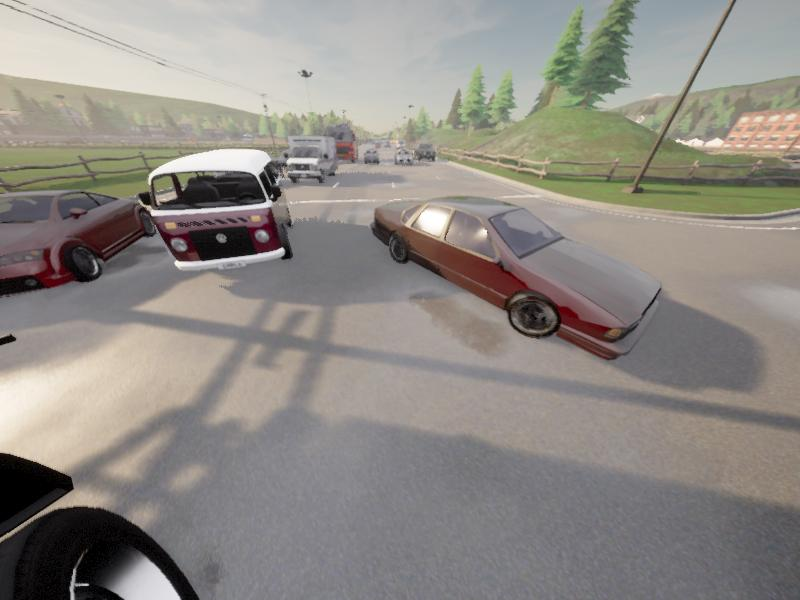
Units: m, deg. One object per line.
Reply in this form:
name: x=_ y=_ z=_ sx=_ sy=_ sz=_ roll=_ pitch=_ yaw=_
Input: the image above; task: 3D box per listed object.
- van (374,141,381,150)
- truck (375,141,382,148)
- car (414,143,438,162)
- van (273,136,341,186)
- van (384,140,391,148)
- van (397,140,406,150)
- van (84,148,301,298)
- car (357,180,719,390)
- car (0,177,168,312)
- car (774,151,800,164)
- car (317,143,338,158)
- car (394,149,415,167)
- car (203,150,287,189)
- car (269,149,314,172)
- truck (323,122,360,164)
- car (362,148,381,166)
van: x=-6.426 y=-43.890 z=65.706 sx=1.775 sy=1.987 sz=4.442 roll=-2 pitch=35 yaw=-4
truck: x=-8.215 y=-58.872 z=87.266 sx=2.390 sy=2.098 sz=6.274 roll=-2 pitch=35 yaw=-4
car: x=3.416 y=-20.229 z=31.563 sx=2.150 sy=2.045 sz=5.566 roll=-2 pitch=35 yaw=-4
van: x=-5.807 y=-9.575 z=15.646 sx=2.351 sy=2.431 sz=6.366 roll=-2 pitch=35 yaw=-4
van: x=-4.685 y=-58.823 z=86.962 sx=2.351 sy=2.431 sz=6.366 roll=-2 pitch=35 yaw=-4
van: x=0.368 y=-45.875 z=68.301 sx=2.351 sy=2.431 sz=6.366 roll=-2 pitch=35 yaw=-4
van: x=-3.731 y=-2.285 z=5.462 sx=2.069 sy=2.038 sz=4.480 roll=-12 pitch=37 yaw=-17
car: x=1.461 y=-1.130 z=4.453 sx=2.033 sy=1.411 sz=5.357 roll=-23 pitch=41 yaw=-30
car: x=-7.267 y=-1.451 z=4.787 sx=1.994 sy=1.385 sz=4.181 roll=-12 pitch=37 yaw=-18
car: x=60.796 y=-21.242 z=34.522 sx=2.128 sy=1.511 sz=4.902 roll=5 pitch=35 yaw=6
car: x=-10.922 y=-22.815 z=35.217 sx=1.932 sy=1.855 sz=4.605 roll=-2 pitch=34 yaw=-3
car: x=0.408 y=-15.790 z=25.587 sx=1.970 sy=1.475 sz=3.806 roll=-2 pitch=35 yaw=-4
car: x=-9.193 y=-8.290 z=14.437 sx=2.152 sy=1.651 sz=5.027 roll=-2 pitch=35 yaw=-4
car: x=-9.762 y=-12.935 z=21.275 sx=2.163 sy=1.488 sz=4.792 roll=-2 pitch=35 yaw=-3
truck: x=-6.916 y=-19.470 z=28.724 sx=2.891 sy=3.827 sz=8.468 roll=-2 pitch=35 yaw=-4
car: x=-3.147 y=-16.237 z=26.126 sx=1.845 sy=1.501 sz=3.633 roll=-2 pitch=35 yaw=-4
